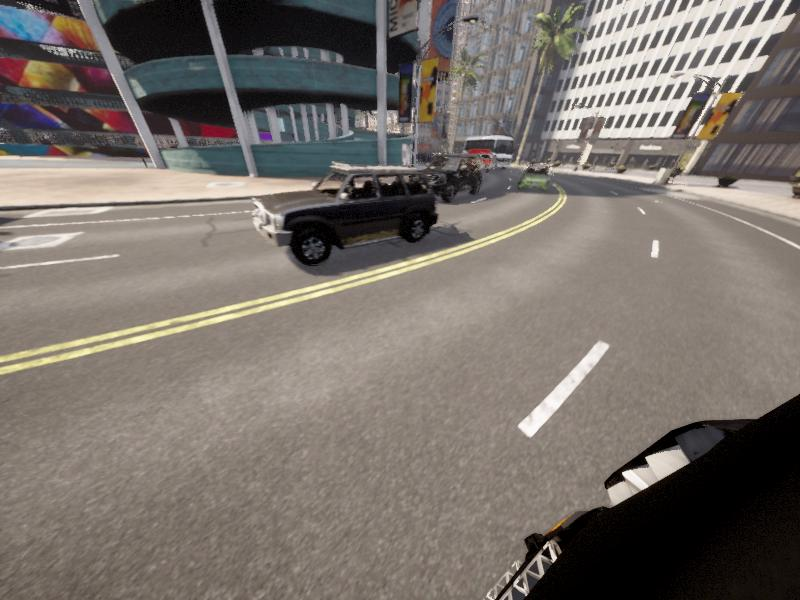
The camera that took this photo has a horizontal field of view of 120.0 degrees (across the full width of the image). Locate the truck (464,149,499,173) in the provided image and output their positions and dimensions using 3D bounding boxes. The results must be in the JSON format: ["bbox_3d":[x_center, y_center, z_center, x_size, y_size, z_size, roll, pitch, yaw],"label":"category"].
[{"bbox_3d":[10.764,-18.819,31.127,2.627,2.467,5.204,1,32,-2],"label":"truck"}]

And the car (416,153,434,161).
[{"bbox_3d":[5.803,-33.223,53.616,2.007,1.525,4.514,-13,36,-22],"label":"car"}]

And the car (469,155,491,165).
[{"bbox_3d":[16.559,-29.197,48.074,1.851,1.617,3.988,-12,36,-20],"label":"car"}]

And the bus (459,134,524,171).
[{"bbox_3d":[13.845,-23.379,36.626,3.944,4.253,10.273,-5,34,-13],"label":"bus"}]

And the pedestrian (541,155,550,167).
[{"bbox_3d":[29.081,-27.770,46.126,0.751,1.860,0.751,8,34,9],"label":"pedestrian"}]

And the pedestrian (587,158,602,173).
[{"bbox_3d":[28.075,-19.409,33.315,0.751,1.860,0.751,6,33,6],"label":"pedestrian"}]

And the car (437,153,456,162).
[{"bbox_3d":[11.456,-35.430,57.409,2.128,1.511,4.902,-13,36,-22],"label":"car"}]

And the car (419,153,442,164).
[{"bbox_3d":[6.089,-28.434,46.347,2.128,1.511,4.902,-13,36,-22],"label":"car"}]

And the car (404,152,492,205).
[{"bbox_3d":[2.835,-6.948,12.899,2.150,2.045,5.566,25,39,30],"label":"car"}]

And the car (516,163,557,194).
[{"bbox_3d":[10.023,-9.080,17.070,2.007,1.525,4.514,17,36,21],"label":"car"}]

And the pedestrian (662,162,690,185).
[{"bbox_3d":[26.279,-12.094,22.051,0.751,1.860,0.751,12,34,14],"label":"pedestrian"}]

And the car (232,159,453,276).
[{"bbox_3d":[-1.096,-2.393,5.866,4.605,1.855,1.932,-21,40,-32],"label":"car"}]

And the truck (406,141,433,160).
[{"bbox_3d":[5.020,-39.569,61.140,2.891,3.827,8.468,-13,36,-22],"label":"truck"}]

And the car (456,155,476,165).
[{"bbox_3d":[13.388,-28.439,46.772,1.789,1.549,3.705,-12,36,-20],"label":"car"}]

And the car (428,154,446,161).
[{"bbox_3d":[8.818,-34.051,55.206,1.994,1.385,4.181,-13,36,-22],"label":"car"}]
